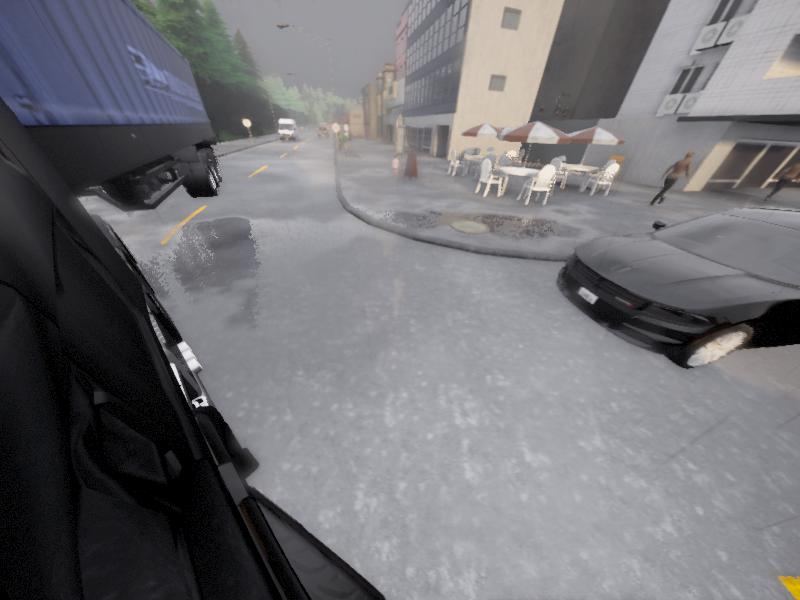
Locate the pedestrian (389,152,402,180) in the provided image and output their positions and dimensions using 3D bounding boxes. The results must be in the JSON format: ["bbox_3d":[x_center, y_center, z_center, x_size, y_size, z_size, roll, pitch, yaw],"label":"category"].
[{"bbox_3d":[-0.220,-6.494,11.232,0.500,1.100,0.500,-7,38,-13],"label":"pedestrian"}]

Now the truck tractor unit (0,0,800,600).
[{"bbox_3d":[-2.645,-0.295,0.352,6.516,4.208,3.053,28,44,30],"label":"truck tractor unit"}]

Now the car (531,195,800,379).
[{"bbox_3d":[4.973,-0.421,3.276,5.008,1.535,1.882,-3,37,-9],"label":"car"}]

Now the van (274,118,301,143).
[{"bbox_3d":[-15.544,-23.675,32.274,1.988,2.561,5.915,-6,38,-12],"label":"van"}]

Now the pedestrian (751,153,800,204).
[{"bbox_3d":[17.118,-5.351,10.202,0.751,1.860,0.751,-13,39,-20],"label":"pedestrian"}]

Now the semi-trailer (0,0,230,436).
[{"bbox_3d":[-6.879,-4.421,5.444,2.717,4.402,14.254,-16,41,-23],"label":"semi-trailer"}]

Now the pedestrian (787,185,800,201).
[{"bbox_3d":[19.794,-5.657,10.790,0.751,1.860,0.751,-11,39,-18],"label":"pedestrian"}]

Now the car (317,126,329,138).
[{"bbox_3d":[-15.634,-34.294,47.066,1.932,1.855,4.605,-6,38,-12],"label":"car"}]

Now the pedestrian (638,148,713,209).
[{"bbox_3d":[10.131,-4.486,8.584,0.751,1.860,0.751,-9,38,-15],"label":"pedestrian"}]
